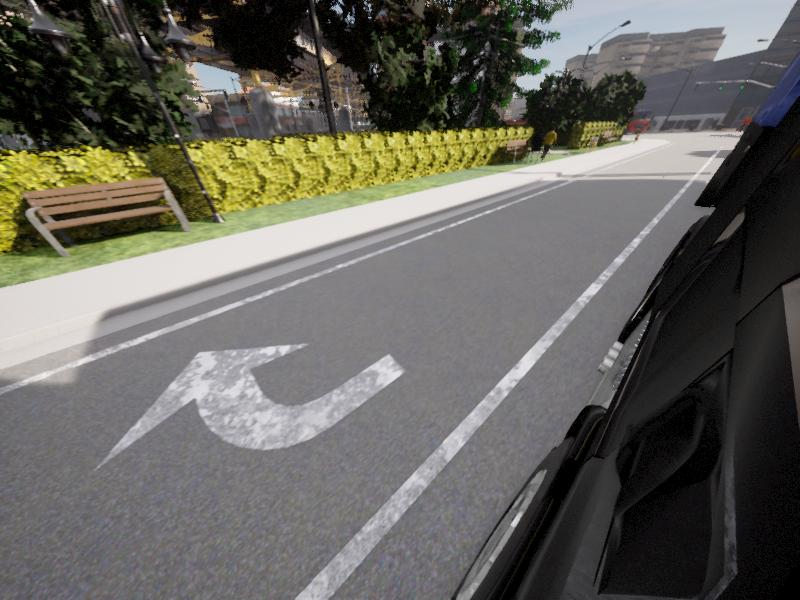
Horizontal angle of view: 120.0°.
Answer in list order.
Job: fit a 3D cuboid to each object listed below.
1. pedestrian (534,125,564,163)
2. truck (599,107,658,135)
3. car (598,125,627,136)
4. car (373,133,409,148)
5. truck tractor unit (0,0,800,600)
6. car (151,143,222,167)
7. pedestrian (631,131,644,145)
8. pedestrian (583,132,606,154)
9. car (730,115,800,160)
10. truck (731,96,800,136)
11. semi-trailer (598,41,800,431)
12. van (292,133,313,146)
[{"bbox_3d":[9.006,-9.436,14.030,0.751,1.860,0.751,-27,43,-29],"label":"pedestrian"},{"bbox_3d":[42.834,-33.747,43.917,2.891,3.827,8.468,2,36,5],"label":"truck"},{"bbox_3d":[39.163,-31.329,42.768,1.970,1.475,3.806,2,36,5],"label":"car"},{"bbox_3d":[-1.217,-23.736,34.356,5.027,1.651,2.152,2,37,6],"label":"car"},{"bbox_3d":[2.645,-0.295,0.351,6.516,4.208,3.053,-28,44,-30],"label":"truck tractor unit"},{"bbox_3d":[-20.583,-14.314,22.689,1.801,1.575,5.366,2,37,5],"label":"car"},{"bbox_3d":[23.494,-16.080,22.874,0.500,1.100,0.500,28,46,34],"label":"pedestrian"},{"bbox_3d":[14.713,-11.885,17.505,0.751,1.300,0.751,-23,41,-26],"label":"pedestrian"},{"bbox_3d":[24.105,-10.657,15.017,5.566,2.045,2.150,-27,43,-30],"label":"car"},{"bbox_3d":[48.153,-22.446,28.195,2.891,3.827,8.468,2,37,5],"label":"truck"},{"bbox_3d":[8.699,-3.575,4.269,14.254,4.402,2.717,-28,44,-30],"label":"semi-trailer"},{"bbox_3d":[-20.948,-34.789,49.960,2.069,2.038,4.480,2,37,5],"label":"van"}]
